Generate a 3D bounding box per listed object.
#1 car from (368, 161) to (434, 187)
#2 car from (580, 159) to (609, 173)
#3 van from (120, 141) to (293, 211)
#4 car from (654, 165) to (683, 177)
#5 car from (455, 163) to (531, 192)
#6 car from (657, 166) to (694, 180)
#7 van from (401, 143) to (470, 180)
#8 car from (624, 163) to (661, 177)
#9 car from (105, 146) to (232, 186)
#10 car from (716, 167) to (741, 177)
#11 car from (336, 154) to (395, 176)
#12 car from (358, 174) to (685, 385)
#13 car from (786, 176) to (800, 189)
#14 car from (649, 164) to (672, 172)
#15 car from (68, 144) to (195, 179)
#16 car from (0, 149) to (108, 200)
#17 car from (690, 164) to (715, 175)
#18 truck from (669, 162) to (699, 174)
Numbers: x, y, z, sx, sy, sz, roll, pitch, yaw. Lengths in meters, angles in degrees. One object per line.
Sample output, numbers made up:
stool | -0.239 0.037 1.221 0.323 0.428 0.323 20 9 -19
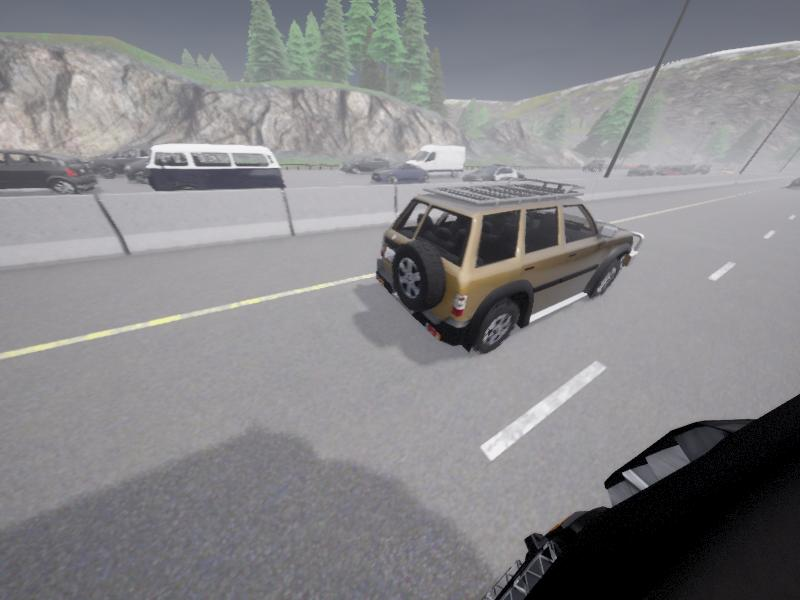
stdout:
car | 0.104 -9.054 16.529 4.181 1.385 1.994 -16 38 -26
car | 33.984 -23.442 40.402 3.866 1.878 1.905 -16 38 -26
van | -7.106 -5.036 9.280 4.480 2.038 2.069 -16 38 -26
car | 46.787 -22.555 40.270 3.988 1.617 1.851 -16 38 -26
car | 6.624 -8.765 16.421 4.974 1.542 2.038 -16 38 -26
car | 39.629 -18.234 33.224 4.514 1.525 2.007 -16 38 -26
van | 3.237 -12.662 21.178 5.915 2.561 1.988 -16 38 -26
car | 36.898 -19.786 35.143 4.553 1.767 2.097 -16 38 -26
car | -12.718 -7.725 13.299 4.611 1.667 2.242 -16 38 -26
car | 67.329 -26.189 47.325 5.366 1.575 1.801 -16 38 -26
car | -3.140 -12.632 21.603 4.902 1.511 2.128 -16 38 -26
car | 1.903 -0.877 3.758 4.605 1.855 1.932 -16 38 -26
car | 50.517 -14.587 28.680 4.718 1.301 1.895 -16 38 -26
car | 61.592 -31.178 54.586 4.902 1.511 2.128 -16 38 -26
car | -16.520 -8.857 14.743 4.611 1.667 2.242 -16 38 -26
car | -14.741 -4.871 8.915 3.705 1.549 1.789 -16 38 -26
car | 64.343 -27.693 49.097 3.866 1.878 1.905 -16 38 -26
truck | 64.589 -30.084 52.540 6.274 2.098 2.390 -16 38 -26
